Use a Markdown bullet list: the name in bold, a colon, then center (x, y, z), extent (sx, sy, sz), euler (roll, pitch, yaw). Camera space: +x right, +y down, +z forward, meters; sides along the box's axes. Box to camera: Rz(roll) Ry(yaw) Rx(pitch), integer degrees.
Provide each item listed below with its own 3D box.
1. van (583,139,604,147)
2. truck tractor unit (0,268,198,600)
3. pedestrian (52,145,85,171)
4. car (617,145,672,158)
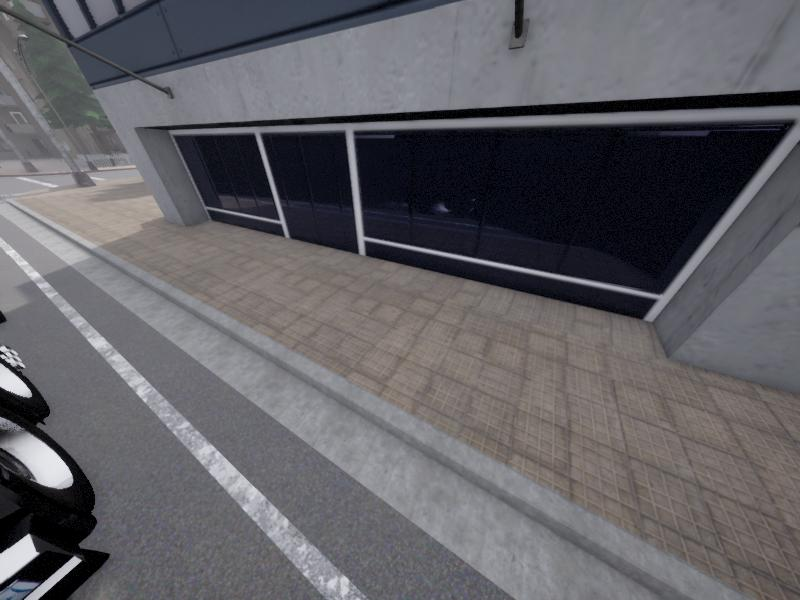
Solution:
- **van**: center (60.836, -49.468, 72.807), extent (4.480, 2.038, 2.069), euler (17, 38, 23)
- **truck tractor unit**: center (-5.116, -0.296, 0.768), extent (6.516, 4.208, 3.053), euler (18, 39, 24)
- **pedestrian**: center (-28.572, -12.274, 19.925), extent (0.751, 1.860, 0.751), euler (19, 39, 26)
- **car**: center (34.020, -20.882, 32.426), extent (4.792, 1.488, 2.163), euler (17, 38, 23)
